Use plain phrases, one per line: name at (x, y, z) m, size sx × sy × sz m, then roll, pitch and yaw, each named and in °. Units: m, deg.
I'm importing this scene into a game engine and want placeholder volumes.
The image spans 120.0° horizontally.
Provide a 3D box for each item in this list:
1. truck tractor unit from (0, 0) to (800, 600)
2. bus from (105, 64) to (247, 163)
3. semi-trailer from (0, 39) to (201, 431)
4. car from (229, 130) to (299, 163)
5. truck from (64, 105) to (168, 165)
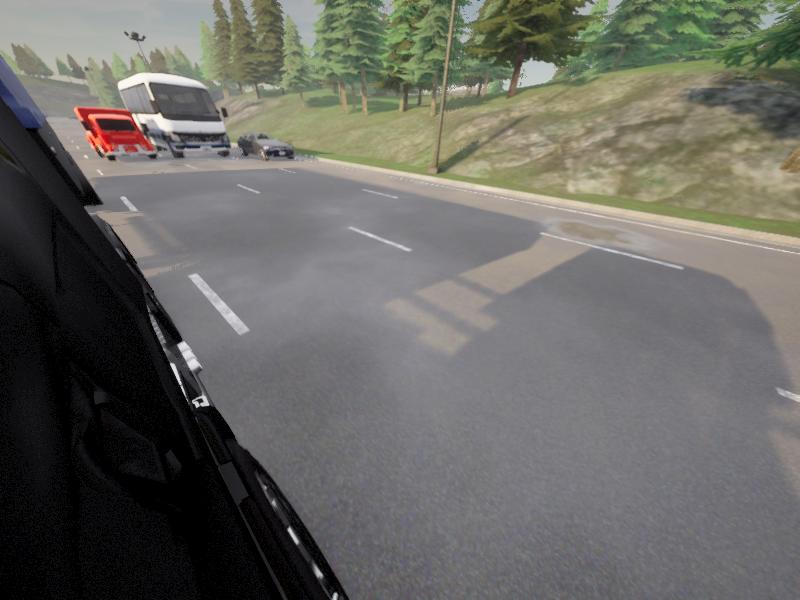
truck tractor unit at (-2.645, -0.295, 0.352) m, size 6.516 × 4.208 × 3.053 m, roll 28°, pitch 44°, yaw 30°
bus at (-16.074, -12.984, 16.549) m, size 10.273 × 4.253 × 3.944 m, roll 28°, pitch 43°, yaw 30°
semi-trailer at (-8.704, -3.592, 4.236) m, size 14.254 × 4.402 × 2.717 m, roll 28°, pitch 43°, yaw 30°
car at (-9.957, -11.279, 16.862) m, size 5.027 × 1.651 × 2.152 m, roll 28°, pitch 43°, yaw 30°
truck at (-16.991, -9.924, 13.860) m, size 5.204 × 2.467 × 2.627 m, roll 28°, pitch 43°, yaw 30°
